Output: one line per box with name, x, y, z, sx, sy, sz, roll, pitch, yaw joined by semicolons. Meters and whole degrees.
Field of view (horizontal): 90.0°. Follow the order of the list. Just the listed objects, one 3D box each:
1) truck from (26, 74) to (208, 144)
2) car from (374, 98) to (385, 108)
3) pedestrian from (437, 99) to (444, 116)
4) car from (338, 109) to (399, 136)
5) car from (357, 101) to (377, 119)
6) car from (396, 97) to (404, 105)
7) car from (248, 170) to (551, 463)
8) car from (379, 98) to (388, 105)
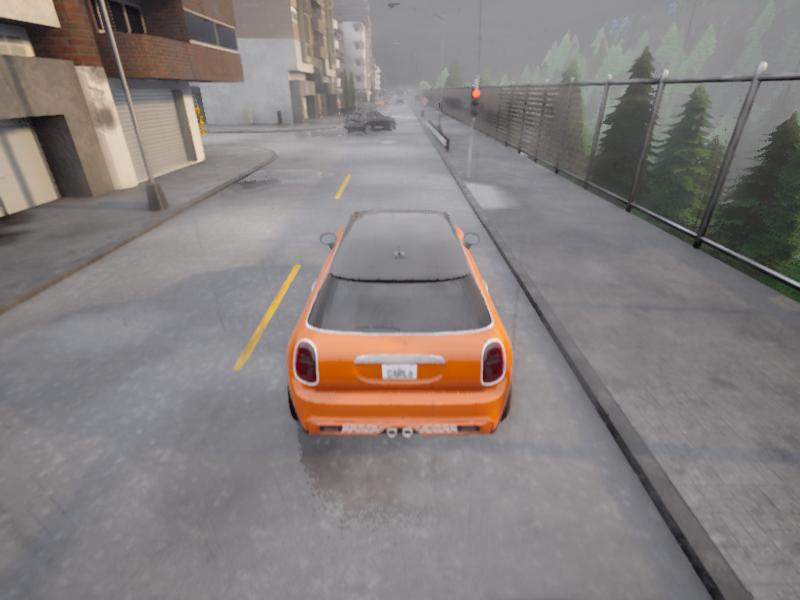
truck;-17.464;-12.096;25.404;8.468;3.827;2.891;0;28;0
car;-3.999;-39.136;79.466;1.801;1.575;5.366;0;28;0
pedestrian;5.184;-24.660;51.206;0.751;1.860;0.751;0;28;0
car;-2.326;-13.964;31.323;2.033;1.649;4.856;20;33;32
car;-3.993;-23.394;49.147;2.097;1.767;4.553;0;28;0
car;-0.004;-48.398;97.185;1.837;1.490;4.892;0;28;0
car;-0.001;-0.374;5.202;2.097;1.767;4.553;0;28;0
car;-4.003;-48.255;97.036;1.970;1.475;3.806;0;28;0
